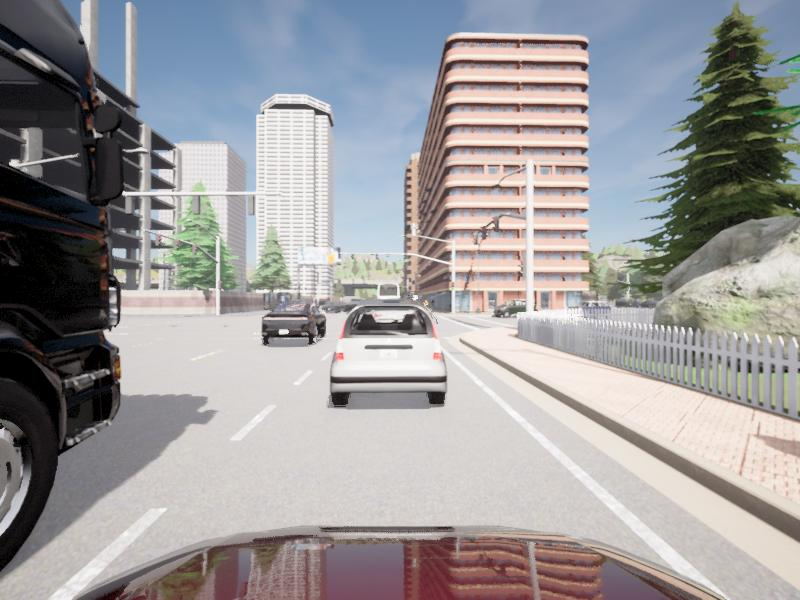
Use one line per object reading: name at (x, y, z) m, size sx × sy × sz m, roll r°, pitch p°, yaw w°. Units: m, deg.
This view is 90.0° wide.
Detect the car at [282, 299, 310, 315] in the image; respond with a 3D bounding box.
car at (-11.815, 0.730, 45.569) m, size 2.097 × 1.767 × 4.553 m, roll 0°, pitch 0°, yaw -2°

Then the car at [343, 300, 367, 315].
car at (-4.936, 0.805, 44.534) m, size 1.930 × 1.638 × 5.238 m, roll 0°, pitch 0°, yaw 1°

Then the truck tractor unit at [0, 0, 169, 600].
truck tractor unit at (-3.408, -0.523, 0.167) m, size 3.053 × 4.208 × 6.516 m, roll 0°, pitch 0°, yaw -2°

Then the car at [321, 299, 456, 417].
car at (-0.212, 0.795, 7.505) m, size 1.851 × 1.617 × 3.988 m, roll 0°, pitch 0°, yaw -2°

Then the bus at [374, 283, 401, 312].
bus at (-1.946, -0.477, 63.478) m, size 3.944 × 4.253 × 10.273 m, roll 0°, pitch 1°, yaw -2°

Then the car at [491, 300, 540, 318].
car at (10.148, 0.786, 35.279) m, size 3.705 × 1.549 × 1.789 m, roll 0°, pitch 0°, yaw -14°

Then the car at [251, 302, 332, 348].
car at (-4.039, 0.848, 15.794) m, size 2.128 × 1.511 × 4.902 m, roll 0°, pitch 0°, yaw -4°

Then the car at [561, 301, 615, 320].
car at (15.546, 0.823, 33.158) m, size 3.806 × 1.475 × 1.970 m, roll 0°, pitch 0°, yaw -22°

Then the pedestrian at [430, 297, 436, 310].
pedestrian at (4.711, 0.528, 57.233) m, size 0.751 × 1.860 × 0.751 m, roll 0°, pitch 0°, yaw -2°

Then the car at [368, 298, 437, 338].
car at (0.292, 0.763, 19.323) m, size 2.242 × 1.667 × 4.611 m, roll -1°, pitch 0°, yaw 15°

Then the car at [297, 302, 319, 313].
car at (-12.017, 0.984, 52.569) m, size 1.895 × 1.301 × 4.718 m, roll 0°, pitch 0°, yaw -2°

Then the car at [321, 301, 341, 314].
car at (-8.414, 0.882, 49.161) m, size 1.837 × 1.490 × 4.892 m, roll 0°, pitch 0°, yaw -2°
